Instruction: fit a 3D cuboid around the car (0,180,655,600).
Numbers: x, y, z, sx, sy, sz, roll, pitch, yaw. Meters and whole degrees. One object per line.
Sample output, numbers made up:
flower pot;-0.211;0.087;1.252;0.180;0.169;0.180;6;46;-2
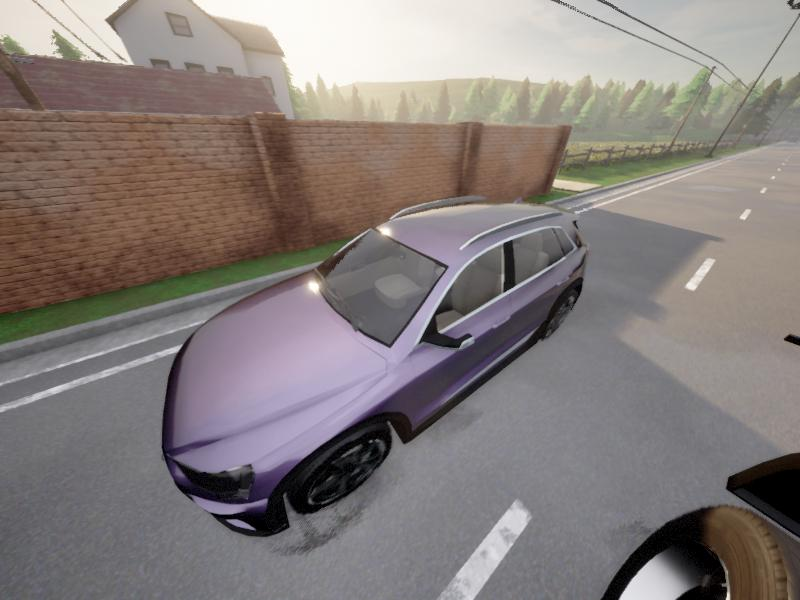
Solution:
car;0.358;-0.127;2.671;4.856;1.649;2.033;-22;41;-28
